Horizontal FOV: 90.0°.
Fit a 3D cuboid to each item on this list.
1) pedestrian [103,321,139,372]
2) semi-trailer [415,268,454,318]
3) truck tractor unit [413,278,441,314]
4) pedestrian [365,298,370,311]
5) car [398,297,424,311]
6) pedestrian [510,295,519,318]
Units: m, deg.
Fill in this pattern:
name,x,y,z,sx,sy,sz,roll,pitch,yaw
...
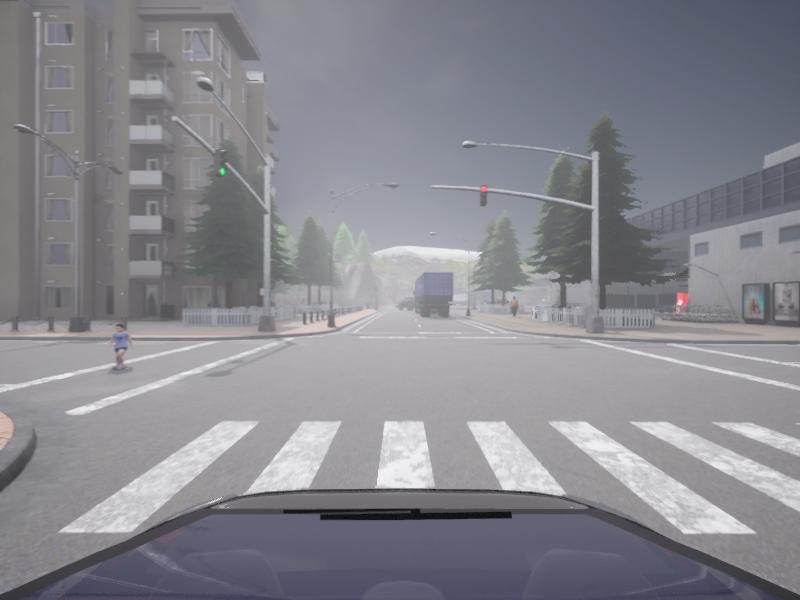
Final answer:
name,x,y,z,sx,sy,sz,roll,pitch,yaw
pedestrian,-6.337,1.033,9.096,0.500,1.100,0.500,0,0,-6
semi-trailer,3.337,-0.563,42.417,2.717,4.402,14.254,0,0,-1
truck tractor unit,3.235,-0.439,50.337,3.053,4.208,6.516,0,0,0
pedestrian,-4.942,0.678,61.228,0.751,1.860,0.751,0,0,0
car,1.627,0.618,61.313,2.150,2.045,5.566,0,0,-21
pedestrian,9.523,0.539,33.318,0.751,1.860,0.751,0,0,14
